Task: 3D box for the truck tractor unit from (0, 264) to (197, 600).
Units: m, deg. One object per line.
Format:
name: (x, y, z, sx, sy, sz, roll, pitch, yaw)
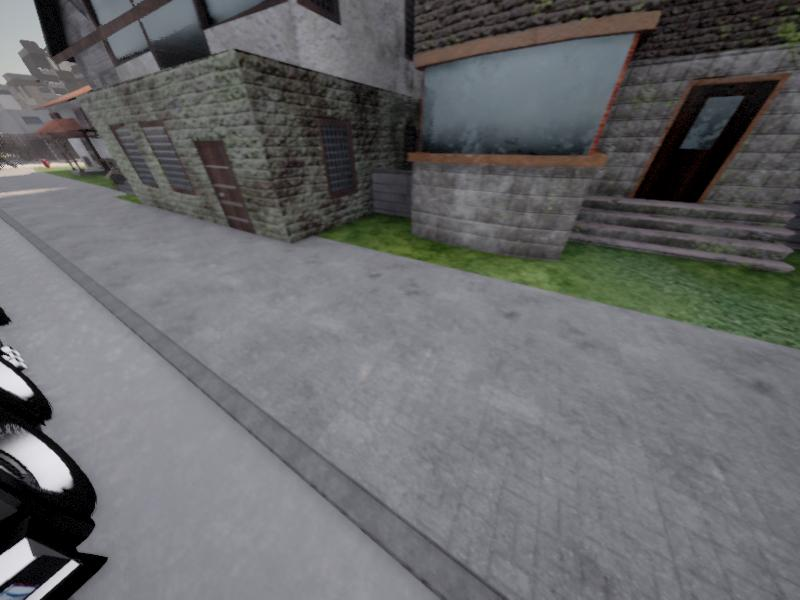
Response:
truck tractor unit: (-5.113, -0.297, 0.785, 6.516, 4.208, 3.053, 18, 39, 24)
